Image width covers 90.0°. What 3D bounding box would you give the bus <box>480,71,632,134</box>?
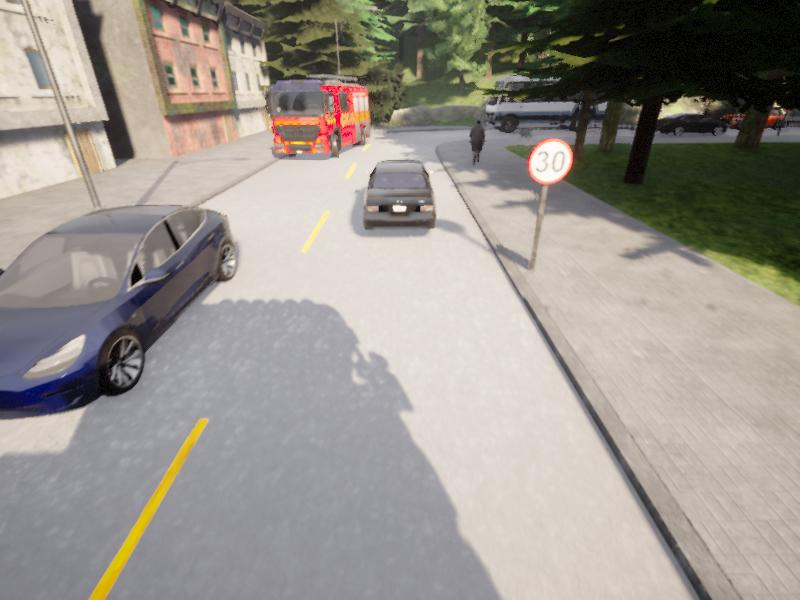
[{"bbox_3d":[12.175,-16.015,32.562,10.273,4.253,3.944,-1,27,-1],"label":"bus"}]

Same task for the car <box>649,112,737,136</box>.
[{"bbox_3d":[21.718,-13.101,29.789,4.892,1.490,1.837,-1,27,0],"label":"car"}]

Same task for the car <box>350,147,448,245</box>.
[{"bbox_3d":[-0.013,-3.111,11.007,2.033,1.411,5.357,0,27,0],"label":"car"}]

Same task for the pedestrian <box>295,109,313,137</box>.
[{"bbox_3d":[-7.155,-13.242,29.858,0.751,1.860,0.751,12,30,22],"label":"pedestrian"}]

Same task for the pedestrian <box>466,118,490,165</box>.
[{"bbox_3d":[3.438,-7.027,17.713,0.751,1.860,0.751,10,29,19],"label":"pedestrian"}]

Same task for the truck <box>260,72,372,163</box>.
[{"bbox_3d":[-4.116,-10.360,22.403,2.891,3.827,8.468,4,28,10],"label":"truck"}]

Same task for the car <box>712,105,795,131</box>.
[{"bbox_3d":[29.275,-15.156,33.298,4.553,1.767,2.097,-1,27,0],"label":"car"}]

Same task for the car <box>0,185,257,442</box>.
[{"bbox_3d":[-4.010,-0.372,5.703,2.163,1.488,4.792,0,27,0],"label":"car"}]
